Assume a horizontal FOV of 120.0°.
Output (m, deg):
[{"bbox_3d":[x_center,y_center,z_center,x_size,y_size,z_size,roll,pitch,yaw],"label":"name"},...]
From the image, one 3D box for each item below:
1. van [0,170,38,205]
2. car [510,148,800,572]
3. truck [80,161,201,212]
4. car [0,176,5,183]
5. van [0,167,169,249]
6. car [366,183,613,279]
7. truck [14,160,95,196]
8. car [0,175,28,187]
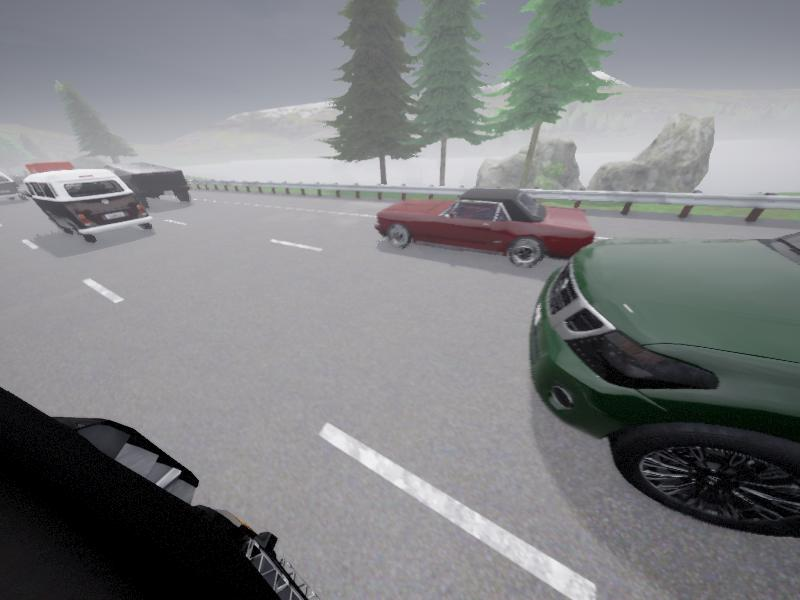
[{"bbox_3d":[-30.560,-8.373,17.208,4.480,2.038,2.069,9,35,18],"label":"van"},{"bbox_3d":[3.874,0.490,1.075,5.566,2.045,2.150,15,37,25],"label":"car"},{"bbox_3d":[-15.047,-6.716,13.421,6.274,2.098,2.390,15,37,25],"label":"truck"},{"bbox_3d":[-75.387,-22.585,42.408,4.605,1.855,1.932,15,37,25],"label":"car"},{"bbox_3d":[-11.100,-3.450,8.224,4.480,2.038,2.069,15,37,25],"label":"van"},{"bbox_3d":[1.724,-1.963,5.631,4.718,1.301,1.895,15,37,25],"label":"car"},{"bbox_3d":[-31.821,-11.307,21.352,5.204,2.467,2.627,15,37,25],"label":"truck"},{"bbox_3d":[-57.218,-17.543,33.864,4.718,1.301,1.895,15,37,25],"label":"car"}]
